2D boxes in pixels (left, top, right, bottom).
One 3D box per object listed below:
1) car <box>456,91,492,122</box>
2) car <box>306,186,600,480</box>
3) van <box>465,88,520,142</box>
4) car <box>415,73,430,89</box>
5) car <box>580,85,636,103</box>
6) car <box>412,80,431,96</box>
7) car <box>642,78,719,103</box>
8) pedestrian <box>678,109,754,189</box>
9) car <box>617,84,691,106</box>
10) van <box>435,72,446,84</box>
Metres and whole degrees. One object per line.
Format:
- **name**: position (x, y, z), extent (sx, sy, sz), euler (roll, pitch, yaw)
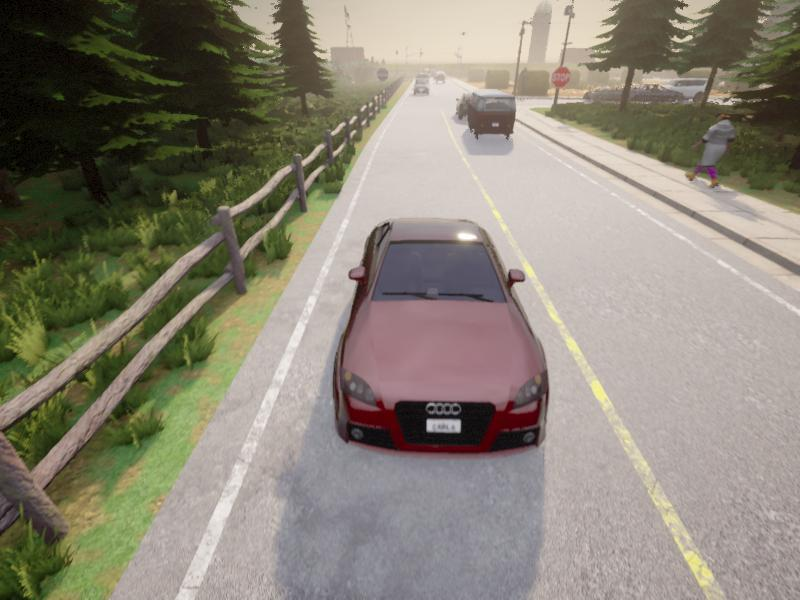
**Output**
- **car**: position (4.833, -13.032, 26.772), extent (1.837, 1.490, 4.892), euler (2, 30, 4)
- **car**: position (0.409, -0.142, 4.880), extent (1.994, 1.385, 4.181), euler (1, 31, 1)
- **van**: position (4.438, -9.282, 19.878), extent (1.775, 1.987, 4.442), euler (1, 30, 2)
- **car**: position (3.464, -33.787, 61.695), extent (2.150, 2.045, 5.566), euler (2, 30, 3)
- **car**: position (20.362, -20.243, 39.291), extent (4.181, 1.385, 1.994), euler (0, 30, -1)
- **car**: position (2.587, -25.357, 47.816), extent (2.128, 1.511, 4.902), euler (2, 30, 3)
- **car**: position (27.253, -20.513, 39.083), extent (5.566, 2.045, 2.150), euler (0, 30, 0)
- **pedestrian**: position (8.375, -4.018, 10.672), extent (0.751, 1.860, 0.751), euler (-6, 31, -10)
- **car**: position (22.871, -18.610, 36.249), extent (5.027, 1.651, 2.152), euler (0, 30, 1)
- **van**: position (8.127, -44.699, 80.352), extent (2.069, 2.038, 4.480), euler (2, 30, 3)
